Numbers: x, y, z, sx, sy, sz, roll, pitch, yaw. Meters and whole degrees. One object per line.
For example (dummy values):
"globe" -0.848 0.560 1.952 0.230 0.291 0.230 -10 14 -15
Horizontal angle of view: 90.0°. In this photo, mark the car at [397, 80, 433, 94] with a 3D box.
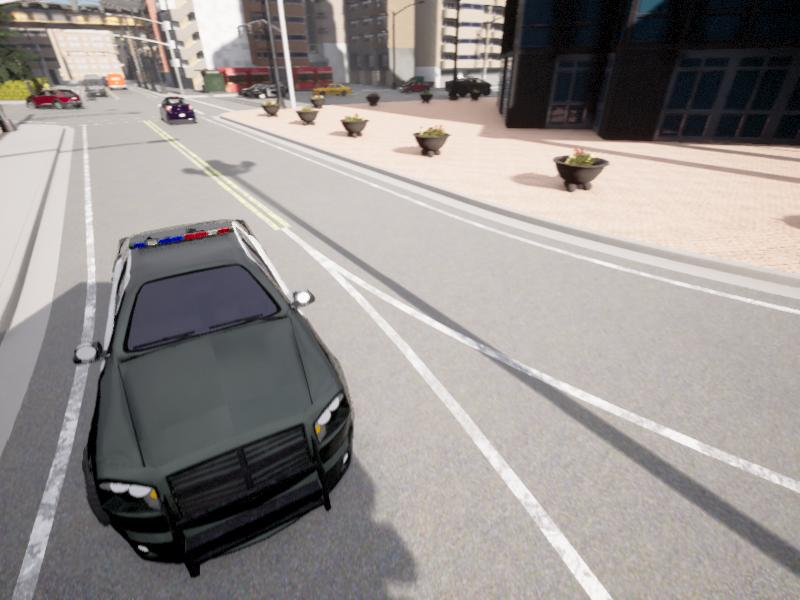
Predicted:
"car" 2.124 -30.469 57.212 4.856 1.649 2.033 -19 35 -30

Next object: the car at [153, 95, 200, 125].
"car" -14.707 -12.531 26.262 1.845 1.501 3.633 -20 35 -29

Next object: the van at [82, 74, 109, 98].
"van" -39.733 -27.903 52.108 1.988 2.561 5.915 -20 35 -29

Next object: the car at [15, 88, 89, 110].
"car" -31.390 -18.181 36.204 4.856 1.649 2.033 5 31 9

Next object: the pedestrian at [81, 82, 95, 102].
"pedestrian" -34.820 -23.233 44.654 0.751 1.860 0.751 -20 35 -29

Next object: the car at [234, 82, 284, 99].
"car" -17.218 -25.825 49.151 5.238 1.638 1.930 -20 36 -31

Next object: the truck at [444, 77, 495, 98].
"truck" 8.672 -26.569 49.966 6.274 2.098 2.390 -19 35 -30

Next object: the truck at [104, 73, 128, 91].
"truck" -49.549 -38.067 69.772 2.627 2.467 5.204 -20 35 -29

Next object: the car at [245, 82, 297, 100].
"car" -14.993 -24.476 46.805 5.238 1.638 1.930 -19 35 -30

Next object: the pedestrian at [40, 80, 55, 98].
"pedestrian" -43.372 -25.993 49.256 0.751 1.860 0.751 -20 35 -29

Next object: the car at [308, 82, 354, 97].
"car" -8.715 -26.656 50.623 5.366 1.575 1.801 -19 35 -30

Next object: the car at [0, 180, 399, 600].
"car" -2.113 0.125 4.342 2.038 1.542 4.974 -16 34 -24
